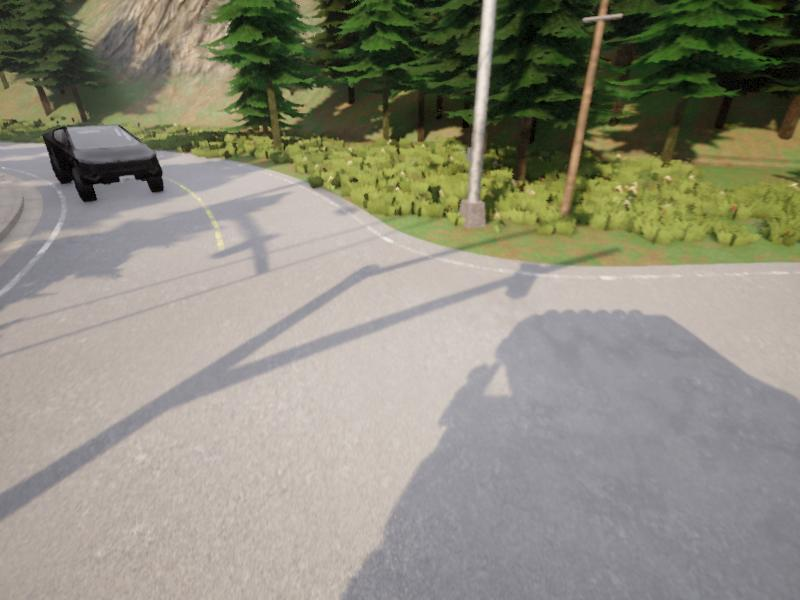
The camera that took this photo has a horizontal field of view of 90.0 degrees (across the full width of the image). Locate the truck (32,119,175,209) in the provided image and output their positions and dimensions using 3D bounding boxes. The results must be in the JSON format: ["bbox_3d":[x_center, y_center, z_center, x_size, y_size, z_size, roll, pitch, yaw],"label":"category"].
[{"bbox_3d":[-10.560,-5.030,14.074,6.274,2.098,2.390,25,36,39],"label":"truck"}]
